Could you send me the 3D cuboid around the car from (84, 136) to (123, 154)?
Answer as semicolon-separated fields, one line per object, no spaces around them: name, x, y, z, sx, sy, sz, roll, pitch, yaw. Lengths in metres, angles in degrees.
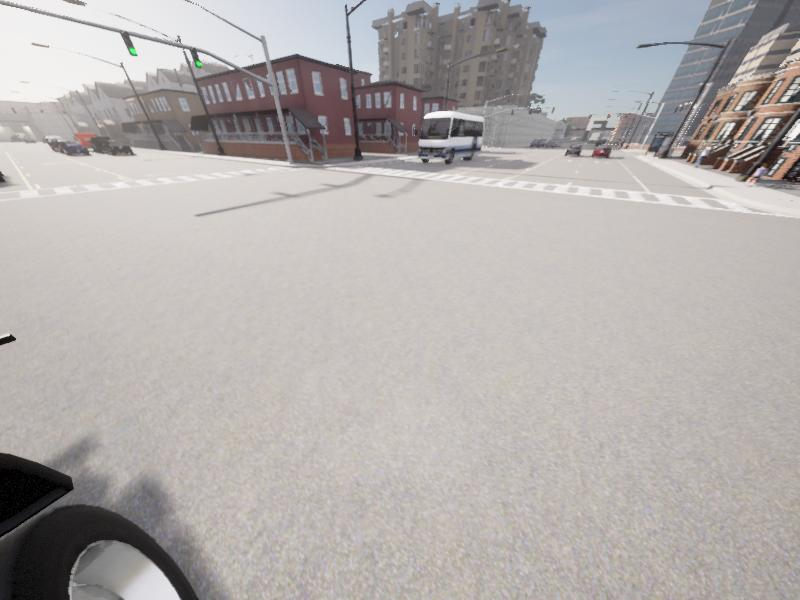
car;-44.162;-23.114;34.431;5.566;2.045;2.150;22;41;28

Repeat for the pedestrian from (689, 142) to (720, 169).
pedestrian;25.931;-12.340;19.710;0.751;1.860;0.751;24;41;29

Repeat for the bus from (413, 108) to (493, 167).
bus;5.922;-17.354;24.850;3.944;4.253;10.273;22;41;28

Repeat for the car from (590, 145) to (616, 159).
car;28.671;-20.974;32.599;2.163;1.488;4.792;24;42;30

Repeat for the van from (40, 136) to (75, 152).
van;-55.196;-25.166;37.241;4.480;2.038;2.069;23;41;27

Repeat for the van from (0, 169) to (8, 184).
van;-24.877;-8.054;12.865;5.915;2.561;1.988;22;41;28

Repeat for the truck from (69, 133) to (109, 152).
truck;-52.321;-26.561;38.885;5.204;2.467;2.627;23;41;28

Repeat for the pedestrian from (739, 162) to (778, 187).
pedestrian;18.840;-6.592;12.161;0.500;1.100;0.500;15;38;19

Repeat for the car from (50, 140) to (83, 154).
car;-48.444;-22.235;33.526;3.988;1.617;1.851;22;41;28

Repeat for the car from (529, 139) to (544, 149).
car;36.238;-41.434;61.163;2.150;2.045;5.566;22;41;28

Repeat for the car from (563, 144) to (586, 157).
car;26.423;-22.611;34.869;2.128;1.511;4.902;22;41;28

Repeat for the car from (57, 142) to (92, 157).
car;-42.822;-19.863;30.364;4.674;1.442;1.812;22;41;28

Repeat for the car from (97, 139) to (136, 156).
car;-38.228;-20.601;31.149;4.553;1.767;2.097;22;41;28
